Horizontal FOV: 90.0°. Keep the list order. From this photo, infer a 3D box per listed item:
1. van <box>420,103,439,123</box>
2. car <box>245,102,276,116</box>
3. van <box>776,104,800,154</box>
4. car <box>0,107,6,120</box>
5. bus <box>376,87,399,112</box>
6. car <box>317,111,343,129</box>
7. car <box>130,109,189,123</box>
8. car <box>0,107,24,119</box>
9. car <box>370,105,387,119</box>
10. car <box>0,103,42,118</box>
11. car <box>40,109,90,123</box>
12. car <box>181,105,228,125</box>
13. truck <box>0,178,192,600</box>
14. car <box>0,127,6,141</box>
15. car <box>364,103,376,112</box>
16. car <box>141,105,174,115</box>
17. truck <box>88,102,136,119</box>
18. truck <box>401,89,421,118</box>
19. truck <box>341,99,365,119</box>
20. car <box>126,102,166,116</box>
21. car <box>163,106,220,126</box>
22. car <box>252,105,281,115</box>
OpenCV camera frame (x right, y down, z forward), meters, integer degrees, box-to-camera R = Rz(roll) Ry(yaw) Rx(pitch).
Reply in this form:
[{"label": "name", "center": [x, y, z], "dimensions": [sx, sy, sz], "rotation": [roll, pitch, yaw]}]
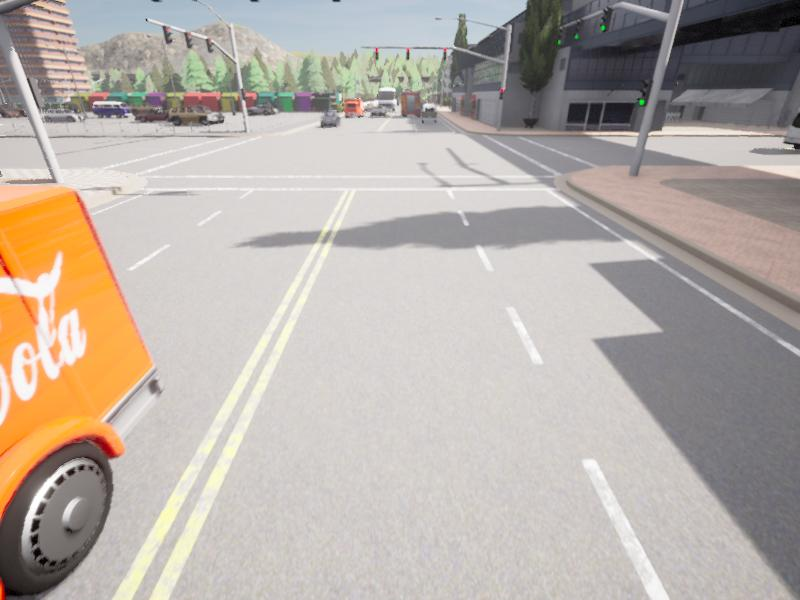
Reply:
[{"label": "van", "center": [3.579, -23.102, 49.430], "dimensions": [2.069, 2.038, 4.480], "rotation": [1, 28, 1]}, {"label": "car", "center": [-21.408, -29.317, 61.395], "dimensions": [3.866, 1.878, 1.905], "rotation": [0, 27, 0]}, {"label": "van", "center": [26.153, -9.924, 23.173], "dimensions": [5.915, 2.561, 1.988], "rotation": [0, 27, 0]}, {"label": "car", "center": [-53.952, -24.021, 51.619], "dimensions": [3.806, 1.475, 1.970], "rotation": [0, 27, 0]}, {"label": "bus", "center": [-2.351, -40.524, 80.950], "dimensions": [3.944, 4.253, 10.273], "rotation": [1, 27, 1]}, {"label": "car", "center": [-7.116, -18.499, 41.010], "dimensions": [1.845, 1.501, 3.633], "rotation": [0, 27, 1]}, {"label": "car", "center": [-27.830, -21.393, 46.465], "dimensions": [5.357, 1.415, 2.033], "rotation": [0, 27, 0]}, {"label": "car", "center": [-53.948, -25.370, 54.181], "dimensions": [3.905, 1.438, 1.784], "rotation": [0, 27, 0]}, {"label": "car", "center": [-3.142, -27.784, 59.026], "dimensions": [2.152, 1.651, 5.027], "rotation": [1, 27, 1]}, {"label": "car", "center": [-53.995, -26.782, 56.472], "dimensions": [4.605, 1.855, 1.932], "rotation": [0, 27, 0]}, {"label": "car", "center": [-38.856, -21.385, 46.471], "dimensions": [3.806, 1.475, 1.970], "rotation": [0, 27, 0]}, {"label": "car", "center": [-21.392, -20.359, 43.935], "dimensions": [3.866, 1.878, 1.905], "rotation": [0, 27, 0]}, {"label": "truck", "center": [-3.501, 1.336, 1.329], "dimensions": [2.627, 2.467, 5.204], "rotation": [0, 27, 0]}, {"label": "car", "center": [-32.258, -12.322, 28.985], "dimensions": [5.008, 1.535, 1.882], "rotation": [0, 27, 0]}, {"label": "car", "center": [-6.004, -38.781, 80.532], "dimensions": [1.801, 1.575, 5.366], "rotation": [1, 27, 1]}, {"label": "car", "center": [-38.861, -30.448, 64.068], "dimensions": [3.905, 1.438, 1.784], "rotation": [0, 27, 0]}, {"label": "truck", "center": [-38.880, -25.646, 54.040], "dimensions": [4.478, 2.038, 2.069], "rotation": [0, 27, 0]}, {"label": "truck", "center": [1.704, -30.735, 62.341], "dimensions": [2.891, 3.827, 8.468], "rotation": [1, 27, 1]}, {"label": "truck", "center": [-6.682, -27.610, 57.741], "dimensions": [2.627, 2.467, 5.204], "rotation": [1, 27, 1]}, {"label": "car", "center": [-38.928, -29.313, 61.395], "dimensions": [4.605, 1.855, 1.932], "rotation": [0, 27, 0]}, {"label": "car", "center": [-21.449, -19.041, 41.359], "dimensions": [4.605, 1.855, 1.932], "rotation": [0, 27, 0]}, {"label": "car", "center": [-21.394, -30.426, 64.080], "dimensions": [3.806, 1.475, 1.970], "rotation": [0, 27, 0]}]
